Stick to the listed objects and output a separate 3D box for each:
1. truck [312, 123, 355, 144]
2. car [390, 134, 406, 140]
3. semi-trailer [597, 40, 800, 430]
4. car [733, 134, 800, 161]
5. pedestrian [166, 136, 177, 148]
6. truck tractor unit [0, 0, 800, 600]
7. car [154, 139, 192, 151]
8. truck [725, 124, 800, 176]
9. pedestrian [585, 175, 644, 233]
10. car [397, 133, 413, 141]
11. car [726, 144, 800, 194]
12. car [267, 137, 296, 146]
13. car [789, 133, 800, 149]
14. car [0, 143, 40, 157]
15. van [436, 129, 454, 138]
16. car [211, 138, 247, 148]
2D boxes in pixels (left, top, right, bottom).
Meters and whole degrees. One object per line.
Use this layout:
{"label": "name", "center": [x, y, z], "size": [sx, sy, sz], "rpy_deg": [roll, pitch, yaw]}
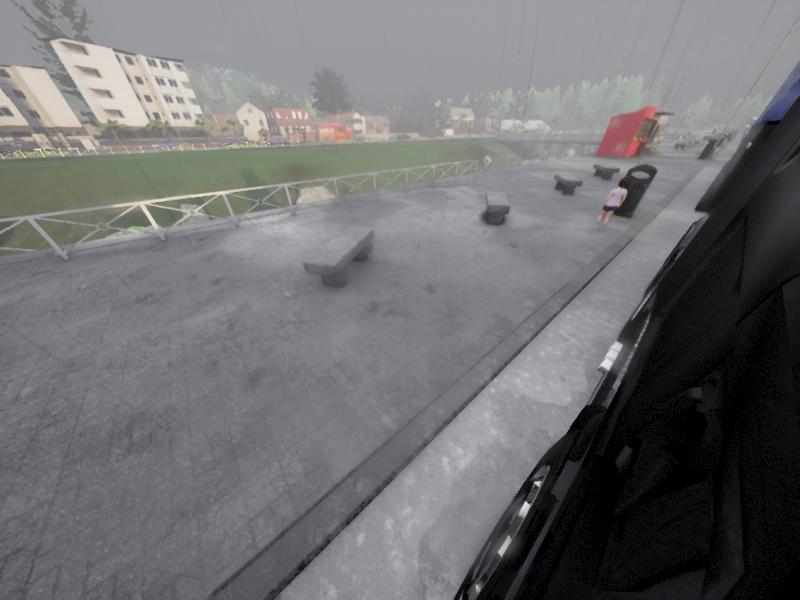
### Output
{"label": "truck", "center": [-15.150, -38.545, 53.439], "size": [8.468, 3.827, 2.891], "rpy_deg": [-26, 43, -30]}
{"label": "car", "center": [-0.539, -47.937, 67.913], "size": [4.892, 1.490, 1.837], "rpy_deg": [-27, 43, -31]}
{"label": "semi-trailer", "center": [8.760, -3.460, 4.312], "size": [14.254, 4.402, 2.717], "rpy_deg": [-26, 43, -31]}
{"label": "car", "center": [28.073, -11.842, 17.792], "size": [4.902, 1.511, 2.128], "rpy_deg": [-26, 43, -30]}
{"label": "pedestrian", "center": [-43.488, -30.065, 43.960], "size": [0.751, 1.860, 0.751], "rpy_deg": [26, 44, 32]}
{"label": "truck tractor unit", "center": [2.645, -0.295, 0.351], "size": [6.516, 4.208, 3.053], "rpy_deg": [-28, 44, -30]}
{"label": "car", "center": [-38.097, -26.062, 38.893], "size": [4.193, 1.474, 1.816], "rpy_deg": [-26, 43, -30]}
{"label": "truck", "center": [21.616, -8.816, 13.306], "size": [6.274, 2.098, 2.390], "rpy_deg": [-26, 43, -30]}
{"label": "pedestrian", "center": [4.792, -2.172, 5.243], "size": [0.500, 1.100, 0.500], "rpy_deg": [14, 39, 19]}
{"label": "car", "center": [1.437, -45.880, 65.026], "size": [3.988, 1.617, 1.851], "rpy_deg": [-27, 43, -31]}
{"label": "car", "center": [15.874, -5.605, 9.687], "size": [4.181, 1.385, 1.994], "rpy_deg": [-26, 43, -31]}
{"label": "car", "center": [-24.528, -32.867, 47.878], "size": [4.792, 1.488, 2.163], "rpy_deg": [-26, 43, -30]}
{"label": "car", "center": [43.807, -17.023, 24.373], "size": [4.611, 1.667, 2.242], "rpy_deg": [-25, 43, -29]}
{"label": "car", "center": [-54.537, -20.661, 31.879], "size": [4.892, 1.490, 1.837], "rpy_deg": [-25, 43, -30]}
{"label": "van", "center": [15.302, -56.292, 78.184], "size": [6.366, 2.431, 2.351], "rpy_deg": [-27, 43, -31]}
{"label": "car", "center": [-33.690, -31.061, 45.701], "size": [5.357, 1.411, 2.033], "rpy_deg": [-25, 43, -29]}
